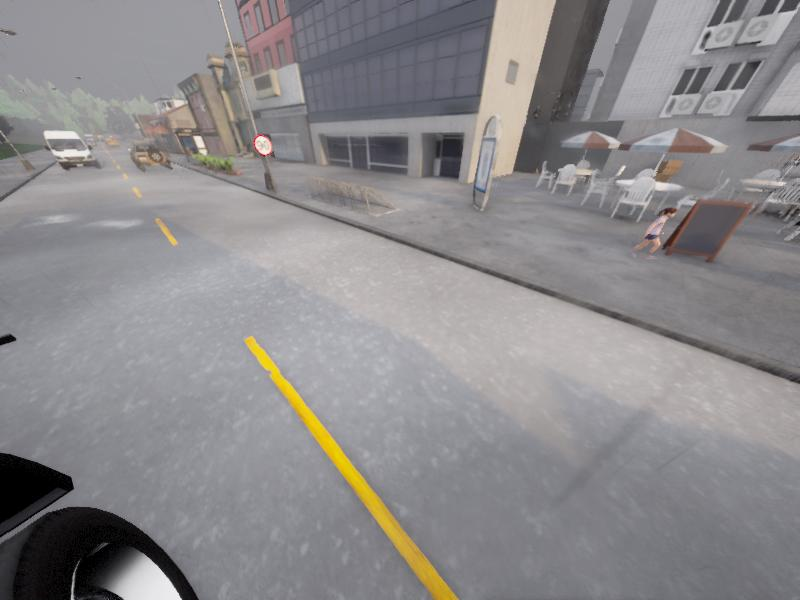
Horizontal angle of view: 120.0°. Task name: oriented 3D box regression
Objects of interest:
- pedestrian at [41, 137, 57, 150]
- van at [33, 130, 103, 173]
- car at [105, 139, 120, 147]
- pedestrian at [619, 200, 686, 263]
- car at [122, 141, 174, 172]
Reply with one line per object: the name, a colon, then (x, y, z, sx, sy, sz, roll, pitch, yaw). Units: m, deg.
pedestrian: (-64.379, -28.741, 42.384, 0.751, 1.860, 0.751, 26, 42, 31)
van: (-26.565, -12.142, 18.753, 5.915, 2.561, 1.988, 28, 44, 34)
car: (-74.576, -40.744, 59.899, 5.008, 1.535, 1.882, 28, 44, 34)
pedestrian: (5.254, -1.438, 4.866, 0.500, 1.100, 0.500, 27, 43, 32)
car: (-20.745, -11.868, 19.006, 4.605, 1.855, 1.932, 29, 44, 33)
